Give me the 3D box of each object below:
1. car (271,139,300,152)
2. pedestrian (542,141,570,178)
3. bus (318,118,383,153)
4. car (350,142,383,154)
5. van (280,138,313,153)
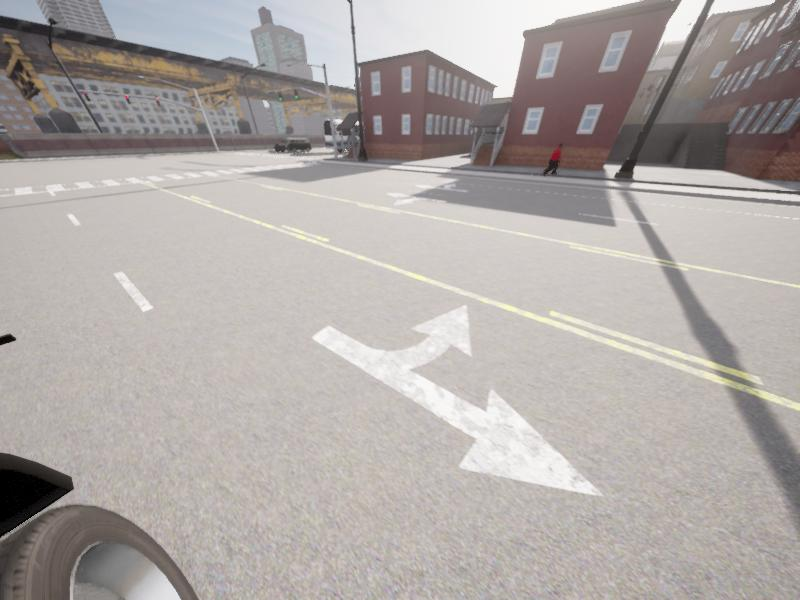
[{"bbox_3d":[-19.798,-26.881,40.122,1.905,1.878,3.866,23,41,28],"label":"car"},{"bbox_3d":[9.335,-8.417,13.841,0.751,1.860,0.751,21,41,27],"label":"pedestrian"},{"bbox_3d":[-7.745,-27.263,38.611,3.944,4.253,10.273,22,40,28],"label":"bus"},{"bbox_3d":[-5.241,-24.515,37.220,2.033,1.411,5.357,23,41,28],"label":"car"},{"bbox_3d":[-17.058,-25.651,38.307,1.775,1.987,4.442,23,41,28],"label":"van"}]
